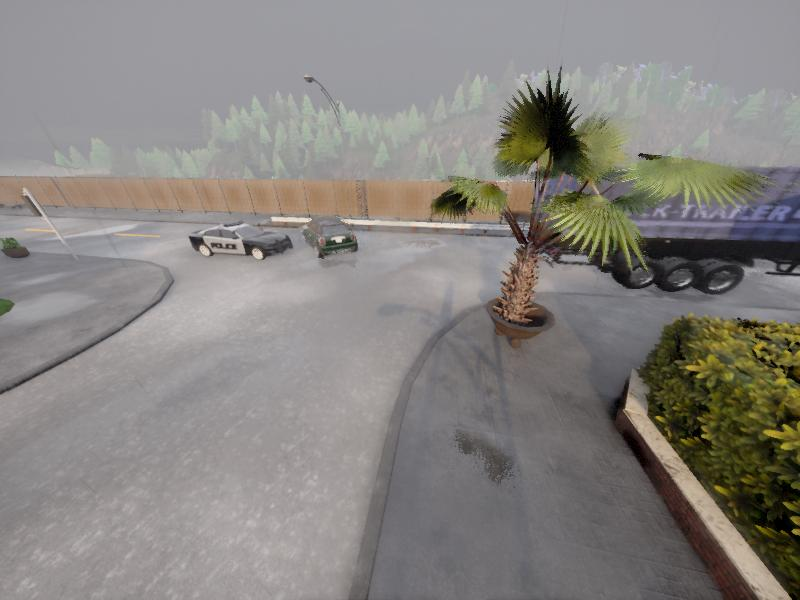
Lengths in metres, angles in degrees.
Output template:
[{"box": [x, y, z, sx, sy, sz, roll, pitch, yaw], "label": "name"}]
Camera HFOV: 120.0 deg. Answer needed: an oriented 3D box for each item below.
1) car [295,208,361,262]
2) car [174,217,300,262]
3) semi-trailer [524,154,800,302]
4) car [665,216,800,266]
[{"box": [-4.213, -3.869, 13.117, 2.097, 1.767, 4.553, -18, 34, -27], "label": "car"}, {"box": [-8.403, -3.280, 12.252, 5.238, 1.638, 1.930, 5, 30, 9], "label": "car"}, {"box": [13.012, -2.596, 8.285, 14.254, 4.402, 2.717, 5, 30, 9], "label": "semi-trailer"}, {"box": [17.471, -3.080, 11.753, 4.553, 1.767, 2.097, 5, 30, 9], "label": "car"}]
